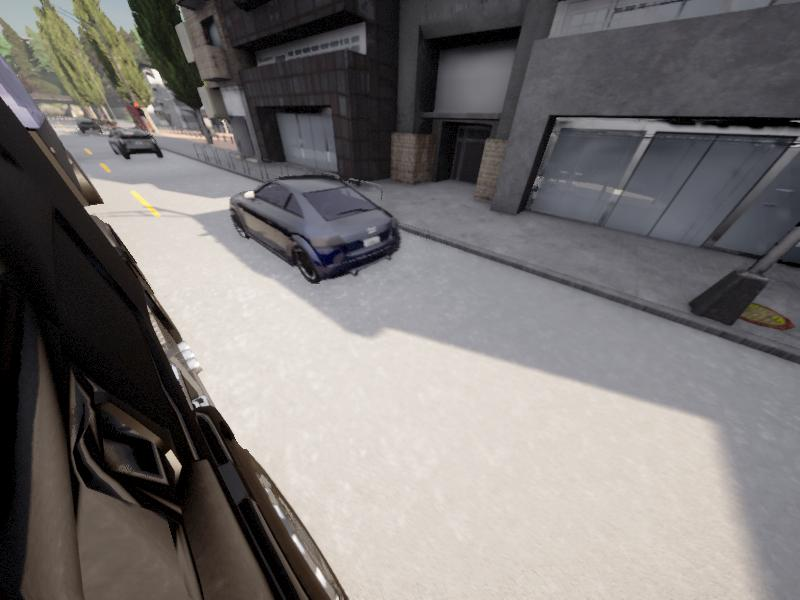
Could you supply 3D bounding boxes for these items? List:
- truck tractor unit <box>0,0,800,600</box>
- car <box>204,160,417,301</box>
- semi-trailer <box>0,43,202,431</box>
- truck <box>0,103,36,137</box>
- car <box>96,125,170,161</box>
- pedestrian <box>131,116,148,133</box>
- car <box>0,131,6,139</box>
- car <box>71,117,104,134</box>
[{"bbox_3d":[-2.645,-0.295,0.351,6.516,4.208,3.053,28,44,30],"label":"truck tractor unit"},{"bbox_3d":[-1.951,-1.842,4.841,4.181,1.385,1.994,30,44,31],"label":"car"},{"bbox_3d":[-8.696,-3.612,4.222,14.254,4.402,2.717,28,44,30],"label":"semi-trailer"},{"bbox_3d":[-38.625,-16.282,20.807,2.627,2.467,5.204,11,38,7],"label":"truck"},{"bbox_3d":[-16.794,-9.916,14.523,4.514,1.525,2.007,28,44,30],"label":"car"},{"bbox_3d":[-35.679,-24.012,31.617,0.751,1.860,0.751,31,45,32],"label":"pedestrian"},{"bbox_3d":[-36.121,-13.917,18.321,1.932,1.855,4.605,25,42,27],"label":"car"},{"bbox_3d":[-41.065,-22.920,30.333,4.892,1.490,1.837,28,44,30],"label":"car"}]
